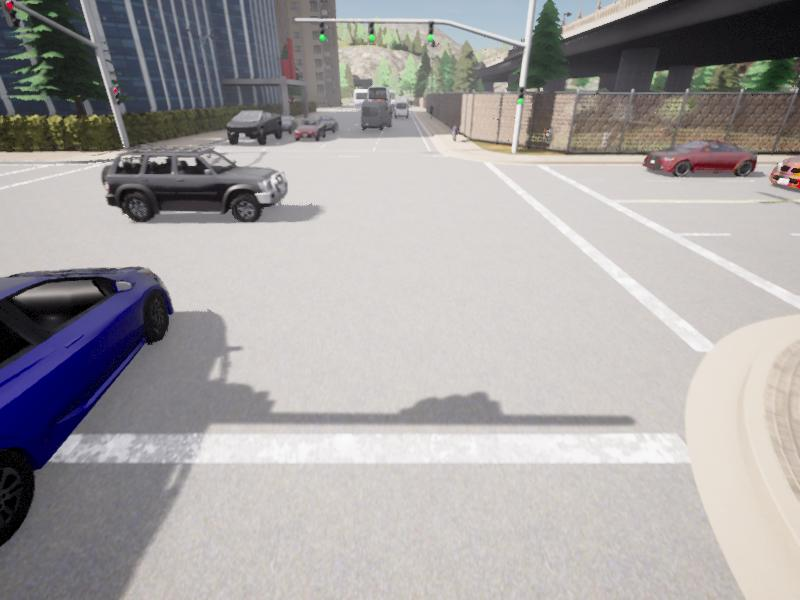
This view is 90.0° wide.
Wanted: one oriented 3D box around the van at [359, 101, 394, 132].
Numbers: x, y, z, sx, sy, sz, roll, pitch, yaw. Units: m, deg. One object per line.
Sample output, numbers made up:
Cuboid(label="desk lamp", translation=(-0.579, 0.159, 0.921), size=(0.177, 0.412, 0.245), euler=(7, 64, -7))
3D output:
Cuboid(label="van", translation=(-2.183, -18.197, 39.481), size=(1.988, 2.561, 5.915), euler=(5, 28, 10))

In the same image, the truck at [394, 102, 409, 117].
Cuboid(label="truck", translation=(0.258, -32.080, 67.122), size=(2.390, 2.098, 6.274), euler=(0, 27, 0))

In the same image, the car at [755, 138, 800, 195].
Cuboid(label="car", translation=(16.193, -4.776, 14.287), size=(4.611, 1.667, 2.242), euler=(0, 27, 0))

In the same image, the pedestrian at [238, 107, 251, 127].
Cuboid(label="pedestrian", translation=(-15.857, -18.707, 40.847), size=(0.751, 1.860, 0.751), euler=(1, 27, 1))

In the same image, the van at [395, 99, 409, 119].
Cuboid(label="van", translation=(0.234, -28.443, 59.527), size=(1.988, 2.561, 5.915), euler=(0, 27, 0))

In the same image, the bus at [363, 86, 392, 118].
Cuboid(label="bus", translation=(-3.375, -31.507, 63.639), size=(3.944, 4.253, 10.273), euler=(0, 27, 0))

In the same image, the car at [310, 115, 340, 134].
Cuboid(label="car", translation=(-6.863, -16.244, 36.951), size=(1.994, 1.385, 4.181), euler=(0, 27, -1))

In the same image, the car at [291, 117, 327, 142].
Cuboid(label="car", translation=(-6.877, -13.105, 30.694), size=(1.816, 1.474, 4.193), euler=(0, 27, 0))

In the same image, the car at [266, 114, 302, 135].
Cuboid(label="car", translation=(-10.357, -15.856, 36.112), size=(1.812, 1.442, 4.674), euler=(0, 27, 0))

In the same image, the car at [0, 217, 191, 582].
Cuboid(label="car", translation=(-4.036, 0.563, 3.925), size=(2.007, 1.525, 4.514), euler=(-3, 27, -7))

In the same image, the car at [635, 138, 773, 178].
Cuboid(label="car", translation=(13.076, -6.225, 17.457), size=(4.181, 1.385, 1.994), euler=(0, 27, 0))

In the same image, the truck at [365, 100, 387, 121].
Cuboid(label="truck", translation=(-3.285, -26.348, 55.503), size=(2.627, 2.467, 5.204), euler=(0, 27, 0))

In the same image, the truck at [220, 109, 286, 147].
Cuboid(label="truck", translation=(-10.385, -12.570, 28.964), size=(2.390, 2.098, 6.274), euler=(0, 27, 0))

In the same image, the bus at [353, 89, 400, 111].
Cuboid(label="bus", translation=(-5.087, -44.593, 89.354), size=(10.273, 4.253, 3.944), euler=(0, 27, 0))

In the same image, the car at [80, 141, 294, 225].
Cuboid(label="car", translation=(-5.578, -3.302, 11.120), size=(4.605, 1.855, 1.932), euler=(1, 27, 0))

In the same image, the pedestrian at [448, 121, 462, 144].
Cuboid(label="pedestrian", translation=(3.701, -11.245, 26.851), size=(0.751, 1.300, 0.751), euler=(7, 28, 14))
